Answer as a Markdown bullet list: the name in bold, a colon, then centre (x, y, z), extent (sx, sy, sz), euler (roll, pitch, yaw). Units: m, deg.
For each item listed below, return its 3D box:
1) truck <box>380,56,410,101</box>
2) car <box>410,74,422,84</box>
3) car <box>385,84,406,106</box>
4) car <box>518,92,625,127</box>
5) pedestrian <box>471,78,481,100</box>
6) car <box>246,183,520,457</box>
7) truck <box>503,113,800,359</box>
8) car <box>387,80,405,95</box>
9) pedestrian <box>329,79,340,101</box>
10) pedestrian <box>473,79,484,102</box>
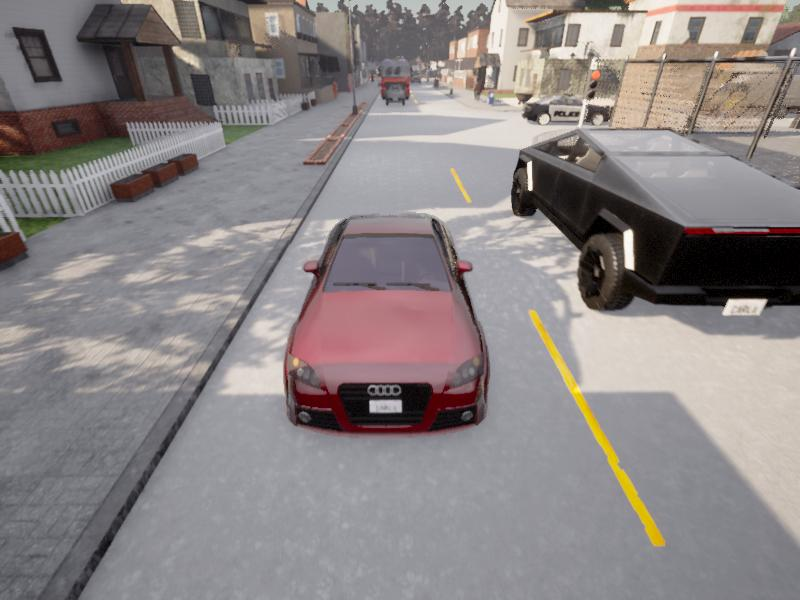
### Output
- **truck**: centre (-0.486, -23.568, 42.461), extent (2.891, 3.827, 8.468), euler (0, 30, 0)
- **car**: centre (3.191, -43.898, 79.456), extent (2.038, 1.542, 4.974), euler (0, 30, 0)
- **car**: centre (-0.407, -18.407, 35.892), extent (1.789, 1.549, 3.705), euler (0, 30, -1)
- **car**: centre (9.959, -11.283, 23.644), extent (5.238, 1.638, 1.930), euler (2, 30, 4)
- **pedestrian**: centre (7.353, -20.317, 38.585), extent (0.751, 1.860, 0.751), euler (3, 31, 6)
- **car**: centre (-0.137, -0.248, 5.059), extent (1.994, 1.385, 4.181), euler (0, 30, 0)
- **truck**: centre (3.836, -1.783, 6.962), extent (2.390, 2.098, 6.274), euler (0, 30, 0)
- **car**: centre (-0.548, -26.856, 50.394), extent (2.163, 1.488, 4.792), euler (0, 30, 0)
- **pedestrian**: centre (-6.131, -19.769, 37.657), extent (0.751, 1.860, 0.751), euler (0, 30, 0)
- **pedestrian**: centre (7.195, -19.132, 36.561), extent (0.751, 1.860, 0.751), euler (3, 31, 6)
